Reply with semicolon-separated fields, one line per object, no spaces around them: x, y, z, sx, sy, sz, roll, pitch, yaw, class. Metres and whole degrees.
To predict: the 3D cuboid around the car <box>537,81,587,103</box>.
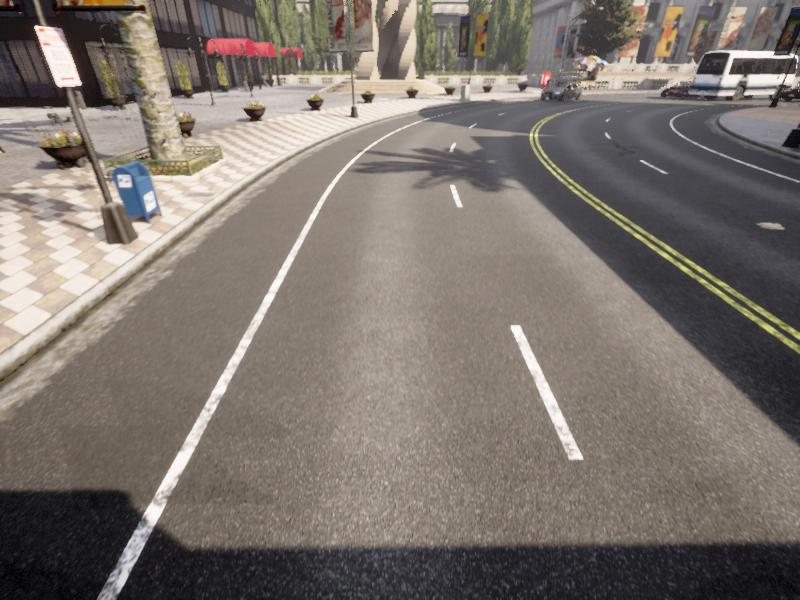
15.744;-20.247;38.857;4.611;1.667;2.242;-22;37;-33;car

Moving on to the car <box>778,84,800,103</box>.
39.988;-19.996;38.655;4.974;1.542;2.038;-4;31;-8;car

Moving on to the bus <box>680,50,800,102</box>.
34.727;-22.555;40.311;10.273;4.253;3.944;-9;32;-15;bus

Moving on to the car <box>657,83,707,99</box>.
30.099;-22.321;42.742;4.181;1.385;1.994;-10;32;-17;car
